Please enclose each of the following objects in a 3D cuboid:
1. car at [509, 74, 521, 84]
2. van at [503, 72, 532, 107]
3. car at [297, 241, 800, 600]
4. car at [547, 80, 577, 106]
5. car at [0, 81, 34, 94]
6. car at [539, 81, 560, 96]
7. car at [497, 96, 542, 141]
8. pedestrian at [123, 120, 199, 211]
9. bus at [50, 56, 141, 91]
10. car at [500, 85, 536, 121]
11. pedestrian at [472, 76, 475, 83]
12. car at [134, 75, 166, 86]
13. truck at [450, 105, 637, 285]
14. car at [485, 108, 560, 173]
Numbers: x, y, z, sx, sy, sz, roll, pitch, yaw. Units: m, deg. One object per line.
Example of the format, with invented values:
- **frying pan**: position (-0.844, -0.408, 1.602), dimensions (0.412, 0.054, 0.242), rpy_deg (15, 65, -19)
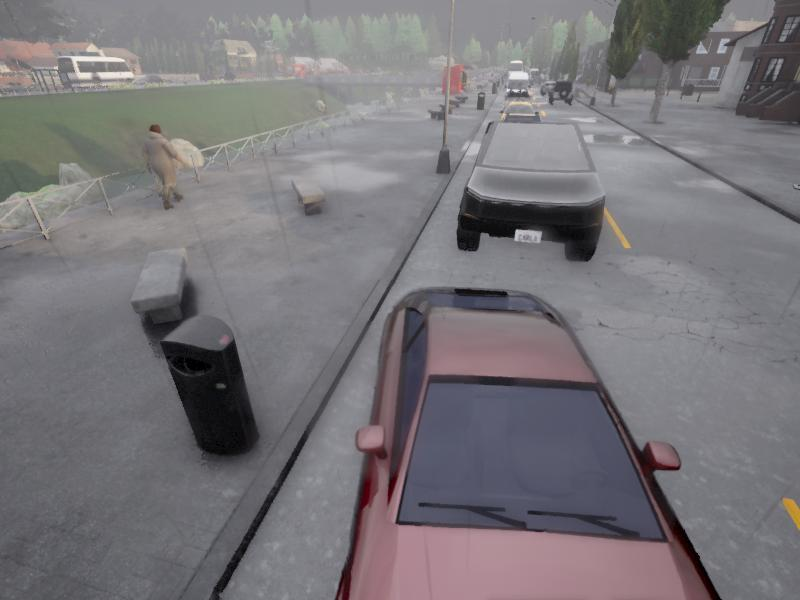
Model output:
- **car**: position (23.139, -44.511, 80.562), dimensions (2.033, 1.649, 4.856), rpy_deg (7, 31, 12)
- **van**: position (10.682, -19.296, 36.518), dimensions (1.988, 2.561, 5.915), rpy_deg (7, 32, 12)
- **car**: position (0.706, 1.022, 2.937), dimensions (1.994, 1.385, 4.181), rpy_deg (2, 30, 3)
- **car**: position (14.918, -19.243, 37.076), dimensions (1.905, 1.878, 3.866), rpy_deg (7, 31, 12)
- **car**: position (-52.273, -28.398, 53.372), dimensions (1.895, 1.301, 4.718), rpy_deg (7, 31, 12)
- **car**: position (18.260, -25.922, 48.948), dimensions (1.970, 1.475, 3.806), rpy_deg (7, 31, 12)
- **car**: position (6.172, -9.596, 20.871), dimensions (1.801, 1.575, 5.366), rpy_deg (7, 31, 12)
- **pedestrian**: position (-5.462, -3.099, 9.253), dimensions (0.751, 1.860, 0.751), rpy_deg (7, 31, 12)
- **bus**: position (-45.905, -34.552, 60.963), dimensions (3.944, 4.253, 10.273), rpy_deg (7, 31, 12)
- **car**: position (8.051, -13.588, 27.409), dimensions (1.932, 1.855, 4.605), rpy_deg (7, 31, 12)
- **pedestrian**: position (15.197, -45.411, 82.402), dimensions (0.500, 1.100, 0.500), rpy_deg (6, 31, 10)
- **car**: position (-46.334, -40.740, 74.147), dimensions (2.033, 1.649, 4.856), rpy_deg (7, 31, 12)
- **truck**: position (2.772, -2.831, 8.780), dimensions (2.390, 2.098, 6.274), rpy_deg (7, 31, 12)
- **car**: position (4.505, -6.140, 15.025), dimensions (2.128, 1.511, 4.902), rpy_deg (7, 31, 12)
